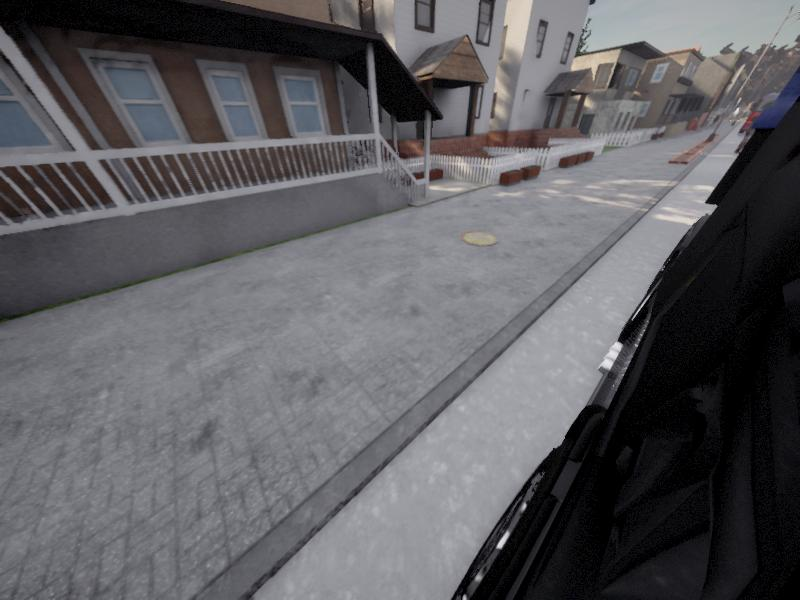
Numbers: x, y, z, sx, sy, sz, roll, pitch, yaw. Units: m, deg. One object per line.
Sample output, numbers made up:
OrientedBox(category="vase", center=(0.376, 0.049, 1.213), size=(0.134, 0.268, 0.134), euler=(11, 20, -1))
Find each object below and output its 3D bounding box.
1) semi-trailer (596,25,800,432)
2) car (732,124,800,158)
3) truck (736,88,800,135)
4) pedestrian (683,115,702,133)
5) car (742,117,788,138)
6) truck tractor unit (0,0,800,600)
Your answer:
OrientedBox(category="semi-trailer", center=(8.814, -3.524, 4.109), size=(14.254, 4.402, 2.717), euler=(-27, 43, -28))
OrientedBox(category="car", center=(22.578, -9.813, 14.179), size=(4.181, 1.385, 1.994), euler=(-28, 44, -30))
OrientedBox(category="truck", center=(43.185, -21.870, 26.918), size=(8.468, 3.827, 2.891), euler=(-28, 44, -30))
OrientedBox(category="pedestrian", center=(38.474, -23.156, 30.376), size=(0.751, 1.860, 0.751), euler=(-29, 44, -31))
OrientedBox(category="car", center=(36.187, -17.175, 22.989), size=(3.705, 1.549, 1.789), euler=(-28, 44, -30))
OrientedBox(category="truck tractor unit", center=(2.645, -0.295, 0.351), size=(6.516, 4.208, 3.053), euler=(-28, 44, -30))
